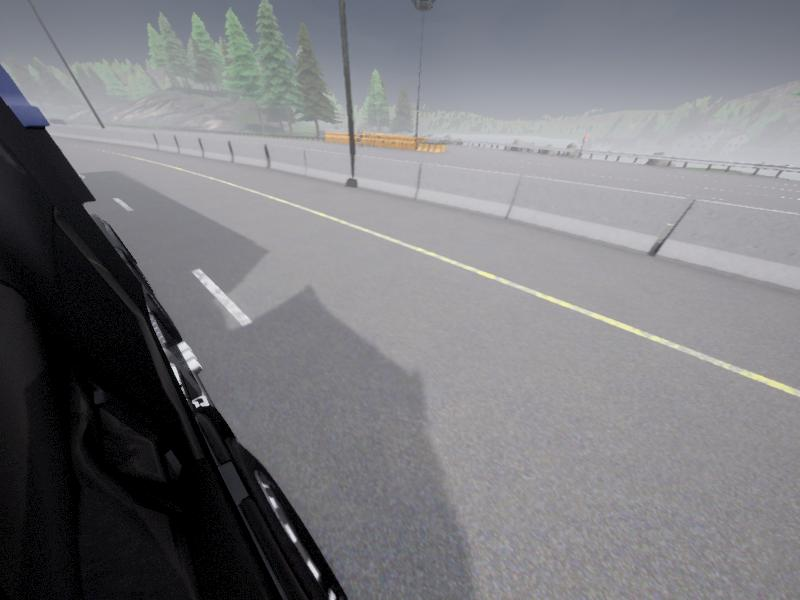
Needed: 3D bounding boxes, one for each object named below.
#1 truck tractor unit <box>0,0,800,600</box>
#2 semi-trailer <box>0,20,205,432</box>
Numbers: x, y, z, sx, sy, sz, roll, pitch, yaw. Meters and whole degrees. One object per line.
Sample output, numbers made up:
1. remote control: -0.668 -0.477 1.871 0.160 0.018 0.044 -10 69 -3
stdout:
1. truck tractor unit: -2.645 -0.295 0.352 6.516 4.208 3.053 28 44 30
2. semi-trailer: -8.910 -3.423 4.049 14.254 4.402 2.717 25 42 28
